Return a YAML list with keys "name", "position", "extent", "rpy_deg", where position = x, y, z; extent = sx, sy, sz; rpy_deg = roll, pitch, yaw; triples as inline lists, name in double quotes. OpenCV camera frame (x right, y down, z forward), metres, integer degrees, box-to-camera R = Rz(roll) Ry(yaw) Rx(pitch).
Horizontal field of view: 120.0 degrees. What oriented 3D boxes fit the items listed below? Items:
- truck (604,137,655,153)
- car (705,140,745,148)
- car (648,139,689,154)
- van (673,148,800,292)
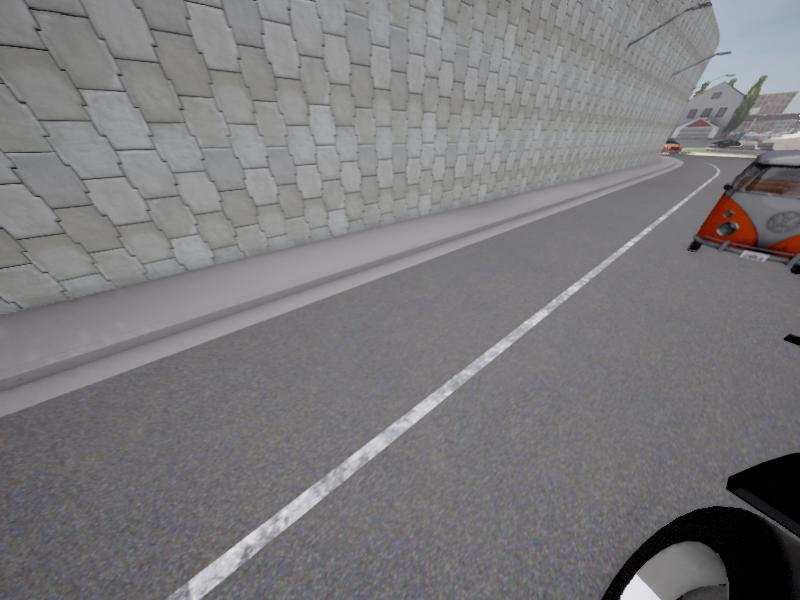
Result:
- name: "truck"
  position: [38.928, -26.640, 39.590]
  extent: [2.390, 2.098, 6.274]
  rpy_deg: [-1, 35, -1]
- name: "car"
  position: [69.134, -33.247, 49.244]
  extent: [4.892, 1.490, 1.837]
  rpy_deg: [2, 35, 4]
- name: "car"
  position: [42.305, -24.318, 36.540]
  extent: [2.097, 1.767, 4.553]
  rpy_deg: [10, 36, 14]
- name: "van"
  position: [8.317, -2.068, 5.058]
  extent: [4.442, 1.987, 1.775]
  rpy_deg: [-24, 42, -30]
